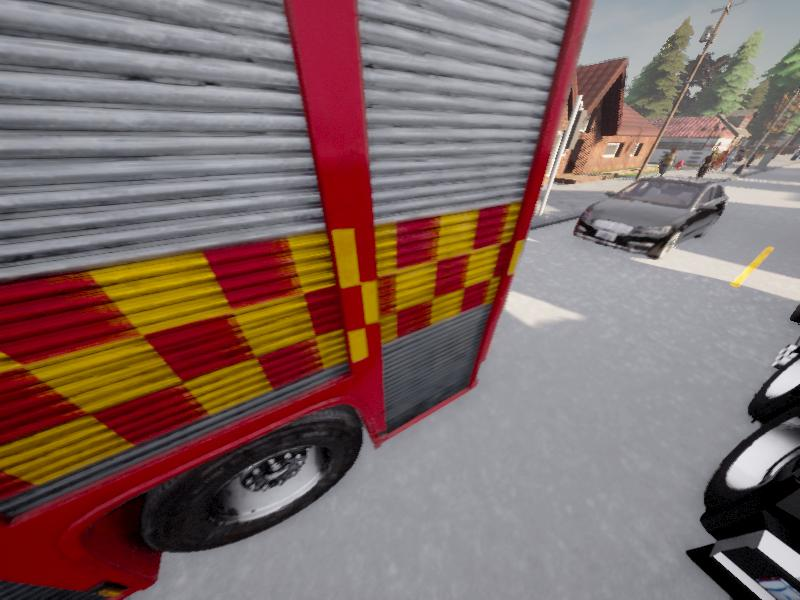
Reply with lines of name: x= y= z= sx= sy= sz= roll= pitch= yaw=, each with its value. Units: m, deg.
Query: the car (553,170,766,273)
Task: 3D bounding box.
car: x=6.881 y=-2.409 z=6.198 sx=4.902 sy=1.511 sz=2.128 roll=-18 pitch=39 yaw=-24

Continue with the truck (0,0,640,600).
truck: x=-3.507 y=0.026 z=0.587 sx=8.468 sy=3.827 sz=2.891 roll=-18 pitch=39 yaw=-24

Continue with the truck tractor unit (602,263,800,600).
truck tractor unit: x=5.109 y=-0.302 z=0.782 sx=6.516 sy=4.208 sz=3.053 roll=-18 pitch=39 yaw=-24

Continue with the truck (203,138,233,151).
truck: x=-43.887 y=-37.640 z=55.937 sx=5.204 sy=2.467 sz=2.627 roll=-18 pitch=39 yaw=-25

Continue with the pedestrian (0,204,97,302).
pedestrian: x=-6.036 y=-0.725 z=3.630 sx=0.751 sy=1.300 sz=0.751 roll=-2 pitch=35 yaw=-3
